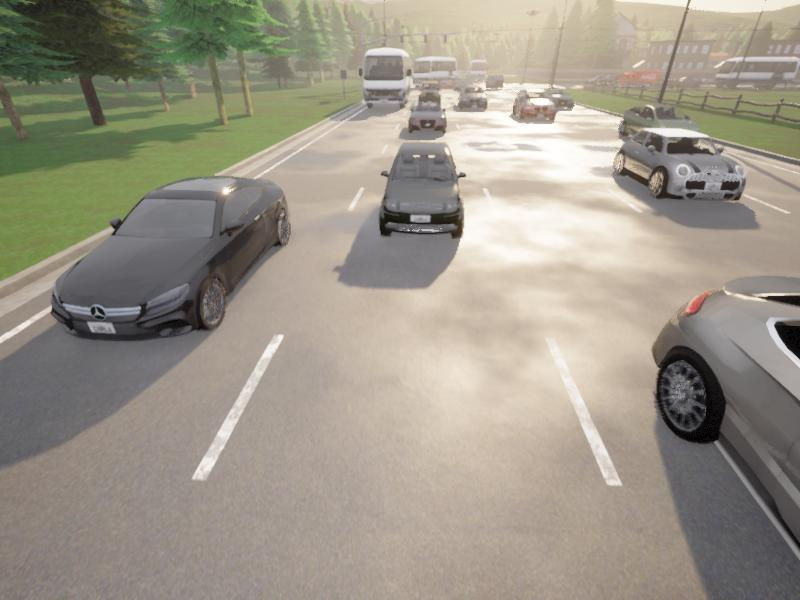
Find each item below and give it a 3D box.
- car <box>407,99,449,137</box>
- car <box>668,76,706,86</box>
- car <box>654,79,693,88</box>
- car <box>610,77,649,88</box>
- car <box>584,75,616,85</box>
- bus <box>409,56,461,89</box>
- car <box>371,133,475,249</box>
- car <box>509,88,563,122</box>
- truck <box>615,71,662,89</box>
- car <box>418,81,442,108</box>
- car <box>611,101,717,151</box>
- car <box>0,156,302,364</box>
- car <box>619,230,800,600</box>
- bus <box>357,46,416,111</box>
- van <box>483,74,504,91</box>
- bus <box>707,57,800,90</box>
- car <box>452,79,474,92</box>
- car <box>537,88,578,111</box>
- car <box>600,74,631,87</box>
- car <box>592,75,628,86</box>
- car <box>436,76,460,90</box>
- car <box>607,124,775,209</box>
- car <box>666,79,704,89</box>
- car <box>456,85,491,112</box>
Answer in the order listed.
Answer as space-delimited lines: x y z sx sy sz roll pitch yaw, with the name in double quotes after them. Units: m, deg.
1.505 -9.847 21.479 1.994 1.385 4.181 2 30 3 "car"
51.141 -39.071 71.437 4.974 1.542 2.038 2 30 3 "car"
44.944 -35.630 65.767 4.718 1.301 1.895 2 30 3 "car"
37.816 -35.955 66.087 4.902 1.511 2.128 2 30 3 "car"
37.547 -41.346 75.144 4.611 1.667 2.242 2 30 3 "car"
5.687 -36.375 63.982 3.944 4.253 10.273 16 34 27 "bus"
0.517 -2.605 8.912 1.789 1.549 3.705 2 30 3 "car"
8.943 -13.077 26.727 2.242 1.667 4.611 2 30 3 "car"
37.372 -34.615 62.841 5.204 2.467 2.627 2 30 3 "truck"
2.578 -17.825 34.603 1.905 1.878 3.866 2 30 4 "car"
11.781 -8.058 18.298 2.007 1.525 4.514 2 30 3 "car"
-3.208 -1.084 6.411 1.812 1.442 4.674 2 30 4 "car"
3.557 1.322 2.143 2.152 1.651 5.027 2 30 3 "car"
-0.799 -19.094 34.425 3.944 4.253 10.273 2 30 3 "bus"
13.649 -31.626 58.139 1.775 1.987 4.442 13 33 22 "van"
54.524 -34.761 61.388 10.273 4.253 3.944 2 30 3 "bus"
8.897 -30.060 55.945 2.163 1.488 4.792 9 31 15 "car"
12.976 -16.679 33.198 1.994 1.385 4.181 2 30 4 "car"
37.145 -37.912 69.054 3.866 1.878 1.905 2 30 3 "car"
37.801 -39.550 72.123 5.027 1.651 2.152 2 30 3 "car"
7.304 -32.901 60.610 2.242 1.667 4.611 13 33 21 "car"
7.707 -3.882 11.197 1.970 1.475 3.806 2 30 3 "car"
44.650 -33.899 62.735 4.181 1.385 1.994 2 30 3 "car"
5.903 -16.490 32.551 2.242 1.667 4.611 2 30 3 "car"
